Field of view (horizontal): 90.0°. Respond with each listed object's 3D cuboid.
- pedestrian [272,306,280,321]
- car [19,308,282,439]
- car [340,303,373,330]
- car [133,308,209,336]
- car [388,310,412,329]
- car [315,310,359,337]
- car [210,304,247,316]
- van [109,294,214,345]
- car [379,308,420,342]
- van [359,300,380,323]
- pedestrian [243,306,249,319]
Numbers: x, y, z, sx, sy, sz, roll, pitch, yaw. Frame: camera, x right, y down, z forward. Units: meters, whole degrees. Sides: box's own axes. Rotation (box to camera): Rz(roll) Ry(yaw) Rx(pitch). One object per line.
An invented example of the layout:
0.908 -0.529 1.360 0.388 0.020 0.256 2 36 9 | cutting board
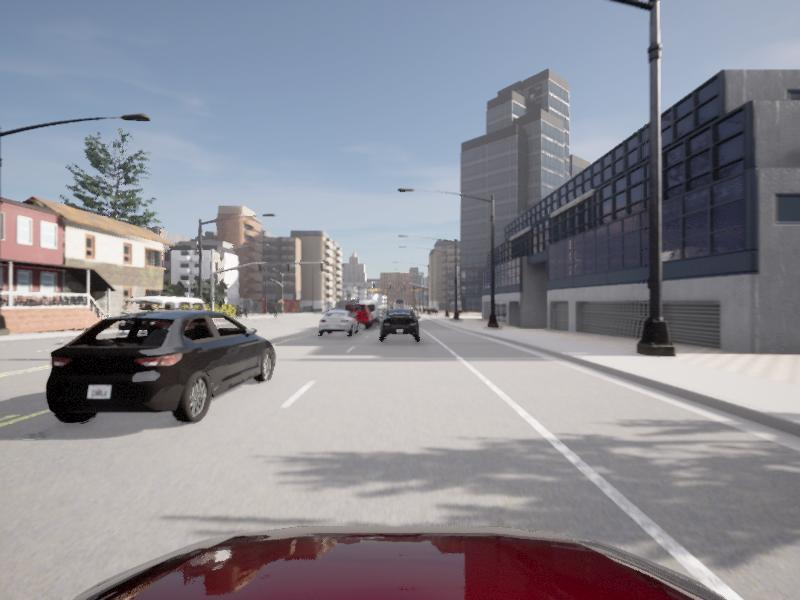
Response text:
-15.487 1.697 49.794 0.751 1.860 0.751 0 0 -34 | pedestrian
-3.509 0.897 6.742 1.816 1.474 4.193 0 -1 0 | car
-3.532 1.336 33.688 2.150 2.045 5.566 0 -1 0 | car
-14.013 1.322 24.919 1.882 1.535 5.008 0 -2 0 | car
-0.023 1.590 33.632 1.882 1.535 5.008 0 -2 0 | car
-3.516 1.313 23.270 1.812 1.442 4.674 0 -2 0 | car
-30.116 1.769 70.303 5.566 2.045 2.150 0 0 0 | car
-10.508 0.847 18.159 2.069 2.038 4.480 0 -2 0 | van
-0.013 1.185 20.211 1.837 1.490 4.892 0 -2 0 | car
-3.544 1.341 47.533 1.988 2.561 5.915 0 -1 0 | van
-22.454 1.771 58.357 0.751 1.860 0.751 0 0 -5 | pedestrian
